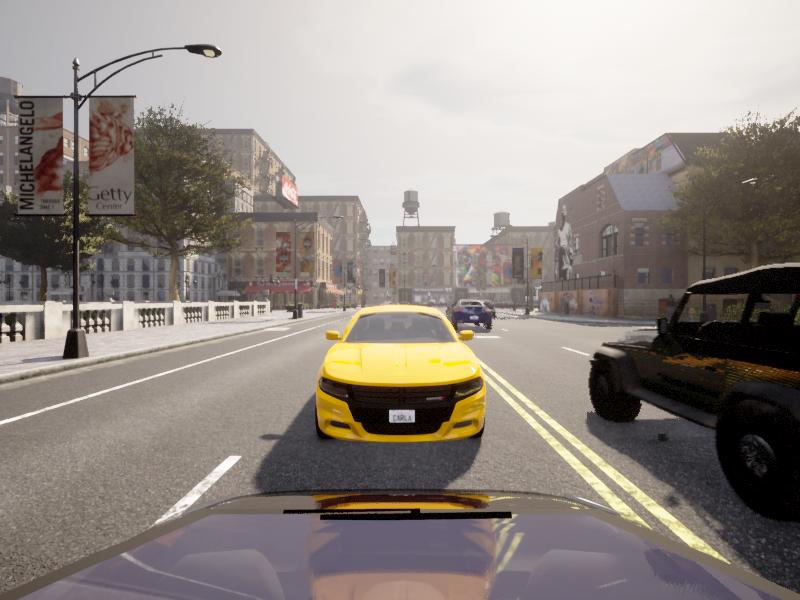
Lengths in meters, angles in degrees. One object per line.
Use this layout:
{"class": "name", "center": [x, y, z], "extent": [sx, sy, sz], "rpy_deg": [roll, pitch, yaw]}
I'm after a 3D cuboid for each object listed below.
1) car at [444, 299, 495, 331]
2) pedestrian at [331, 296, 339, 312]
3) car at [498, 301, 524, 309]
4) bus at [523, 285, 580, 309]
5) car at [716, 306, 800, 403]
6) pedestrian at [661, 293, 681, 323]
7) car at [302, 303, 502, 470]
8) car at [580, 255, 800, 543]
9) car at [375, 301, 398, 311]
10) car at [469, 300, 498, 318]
{"class": "car", "center": [3.853, 0.780, 23.078], "extent": [2.152, 1.651, 5.027], "rpy_deg": [0, 0, 1]}
{"class": "pedestrian", "center": [-7.956, 0.485, 49.081], "extent": [0.751, 1.860, 0.751], "rpy_deg": [0, 0, 9]}
{"class": "car", "center": [19.513, 0.853, 70.208], "extent": [4.792, 1.488, 2.163], "rpy_deg": [0, 0, -42]}
{"class": "bus", "center": [29.146, -0.538, 76.949], "extent": [10.273, 4.253, 3.944], "rpy_deg": [0, 0, -22]}
{"class": "car", "center": [7.108, 0.854, 5.777], "extent": [1.816, 1.474, 4.193], "rpy_deg": [0, 0, 1]}
{"class": "pedestrian", "center": [17.235, 0.485, 25.413], "extent": [0.751, 1.860, 0.751], "rpy_deg": [0, 0, -23]}
{"class": "car", "center": [-0.014, 0.823, 6.265], "extent": [1.882, 1.535, 5.008], "rpy_deg": [0, 0, -1]}
{"class": "car", "center": [3.581, 0.646, 3.972], "extent": [1.905, 1.878, 3.866], "rpy_deg": [0, 0, 1]}
{"class": "car", "center": [-1.999, 0.864, 61.206], "extent": [2.002, 1.452, 4.674], "rpy_deg": [0, 0, 20]}
{"class": "car", "center": [7.586, 0.788, 36.735], "extent": [1.851, 1.617, 3.988], "rpy_deg": [0, 0, 0]}
